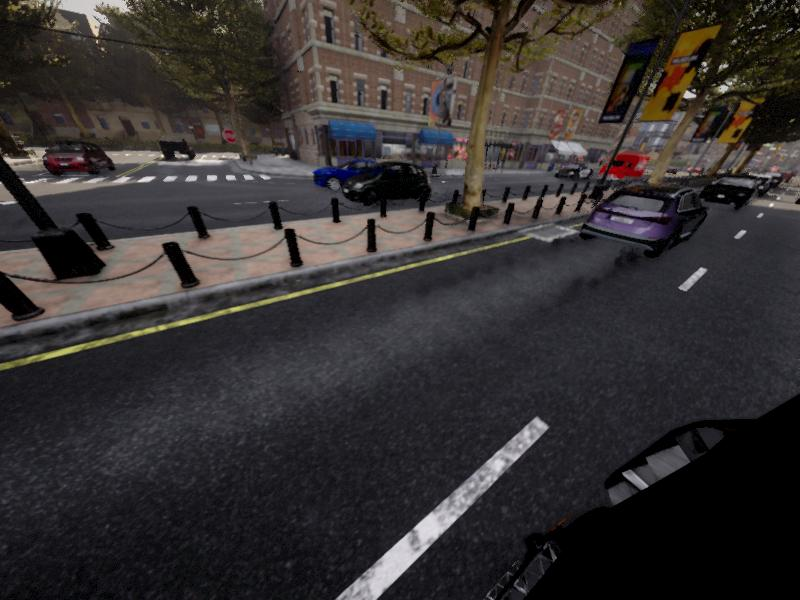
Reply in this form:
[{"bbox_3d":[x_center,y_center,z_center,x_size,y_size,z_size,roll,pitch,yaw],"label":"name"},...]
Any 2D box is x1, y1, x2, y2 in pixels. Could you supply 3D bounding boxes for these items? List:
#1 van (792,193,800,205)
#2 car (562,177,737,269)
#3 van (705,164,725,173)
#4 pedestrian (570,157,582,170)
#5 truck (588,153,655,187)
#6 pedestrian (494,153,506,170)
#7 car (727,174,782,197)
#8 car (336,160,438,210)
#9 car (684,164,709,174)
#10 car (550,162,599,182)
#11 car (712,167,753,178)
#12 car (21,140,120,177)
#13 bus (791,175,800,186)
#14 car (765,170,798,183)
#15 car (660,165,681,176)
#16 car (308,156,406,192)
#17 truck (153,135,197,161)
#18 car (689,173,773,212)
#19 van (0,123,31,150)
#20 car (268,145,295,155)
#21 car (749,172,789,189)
[{"bbox_3d":[30.765,-8.139,16.308,5.915,2.561,1.988,-18,39,-28],"label":"van"},{"bbox_3d":[7.548,-2.602,6.986,4.856,1.649,2.033,-18,39,-28],"label":"car"},{"bbox_3d":[82.139,-34.331,60.234,4.442,1.987,1.775,-18,39,-28],"label":"van"},{"bbox_3d":[29.599,-22.991,38.852,0.751,1.860,0.751,-16,38,-26],"label":"pedestrian"},{"bbox_3d":[21.632,-12.751,22.593,5.204,2.467,2.627,-18,39,-28],"label":"truck"},{"bbox_3d":[13.224,-18.425,30.700,0.751,1.860,0.751,-23,41,-33],"label":"pedestrian"},{"bbox_3d":[31.208,-10.154,20.334,3.806,1.475,1.970,-18,39,-28],"label":"car"},{"bbox_3d":[-0.545,-5.266,10.374,3.988,1.617,1.851,-18,39,-28],"label":"car"},{"bbox_3d":[65.121,-28.723,50.749,4.611,1.667,2.242,-18,39,-28],"label":"car"},{"bbox_3d":[18.582,-13.695,24.619,4.974,1.542,2.038,-18,39,-28],"label":"car"},{"bbox_3d":[63.435,-24.334,44.190,3.806,1.475,1.970,14,35,16],"label":"car"},{"bbox_3d":[-19.355,-8.594,13.906,1.851,1.617,3.988,-16,38,-26],"label":"car"},{"bbox_3d":[63.447,-17.997,32.160,10.273,4.253,3.944,-2,32,-8],"label":"bus"},{"bbox_3d":[64.300,-20.864,38.908,5.027,1.651,2.152,-18,39,-28],"label":"car"},{"bbox_3d":[49.953,-23.998,42.726,1.994,1.385,4.181,29,42,34],"label":"car"},{"bbox_3d":[-2.389,-7.245,13.269,5.008,1.535,1.882,-12,37,-22],"label":"car"},{"bbox_3d":[-24.128,-16.584,25.105,2.390,2.098,6.274,-19,39,-29],"label":"truck"},{"bbox_3d":[20.332,-6.722,14.171,5.238,1.638,1.930,-18,39,-28],"label":"car"},{"bbox_3d":[-46.932,-18.007,25.161,6.366,2.431,2.351,-18,39,-28],"label":"van"},{"bbox_3d":[-22.010,-27.918,42.979,4.181,1.385,1.994,-16,38,-27],"label":"car"},{"bbox_3d":[43.974,-14.270,27.510,4.892,1.490,1.837,-18,39,-28],"label":"car"}]
